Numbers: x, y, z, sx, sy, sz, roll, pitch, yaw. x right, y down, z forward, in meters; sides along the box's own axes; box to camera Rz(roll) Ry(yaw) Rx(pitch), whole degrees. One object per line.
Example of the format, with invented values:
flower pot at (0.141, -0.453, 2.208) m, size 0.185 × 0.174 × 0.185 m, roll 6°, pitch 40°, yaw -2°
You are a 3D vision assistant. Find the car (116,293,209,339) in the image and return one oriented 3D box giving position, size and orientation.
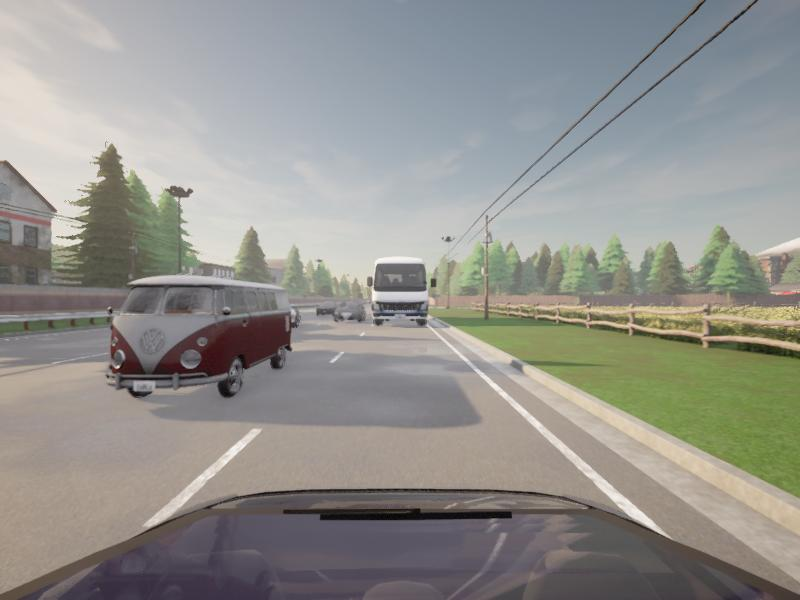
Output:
car at (-10.502, 0.653, 18.091) m, size 1.905 × 1.878 × 3.866 m, roll 0°, pitch 0°, yaw 0°

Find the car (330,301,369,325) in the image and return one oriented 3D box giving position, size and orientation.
car at (-3.502, 0.845, 28.572) m, size 2.128 × 1.511 × 4.902 m, roll 0°, pitch 0°, yaw 0°

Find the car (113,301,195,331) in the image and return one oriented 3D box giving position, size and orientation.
car at (-13.999, 0.837, 23.150) m, size 2.007 × 1.525 × 4.514 m, roll 0°, pitch 0°, yaw 0°

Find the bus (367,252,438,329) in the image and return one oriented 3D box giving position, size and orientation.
bus at (0.125, -0.524, 27.367) m, size 3.944 × 4.253 × 10.273 m, roll 0°, pitch 0°, yaw 0°

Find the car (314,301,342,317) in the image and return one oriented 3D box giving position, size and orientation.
car at (-7.001, 0.837, 39.622) m, size 1.882 × 1.535 × 5.008 m, roll 0°, pitch 0°, yaw 0°

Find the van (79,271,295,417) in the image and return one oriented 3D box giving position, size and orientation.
van at (-3.500, 0.601, 7.695) m, size 1.775 × 1.987 × 4.442 m, roll 0°, pitch 0°, yaw 0°

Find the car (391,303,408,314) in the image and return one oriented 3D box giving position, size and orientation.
car at (-0.001, 0.960, 46.940) m, size 1.895 × 1.301 × 4.718 m, roll 0°, pitch 0°, yaw 0°

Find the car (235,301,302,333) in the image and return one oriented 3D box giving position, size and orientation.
car at (-7.001, 0.833, 21.946) m, size 2.038 × 1.542 × 4.974 m, roll 0°, pitch 0°, yaw 0°
